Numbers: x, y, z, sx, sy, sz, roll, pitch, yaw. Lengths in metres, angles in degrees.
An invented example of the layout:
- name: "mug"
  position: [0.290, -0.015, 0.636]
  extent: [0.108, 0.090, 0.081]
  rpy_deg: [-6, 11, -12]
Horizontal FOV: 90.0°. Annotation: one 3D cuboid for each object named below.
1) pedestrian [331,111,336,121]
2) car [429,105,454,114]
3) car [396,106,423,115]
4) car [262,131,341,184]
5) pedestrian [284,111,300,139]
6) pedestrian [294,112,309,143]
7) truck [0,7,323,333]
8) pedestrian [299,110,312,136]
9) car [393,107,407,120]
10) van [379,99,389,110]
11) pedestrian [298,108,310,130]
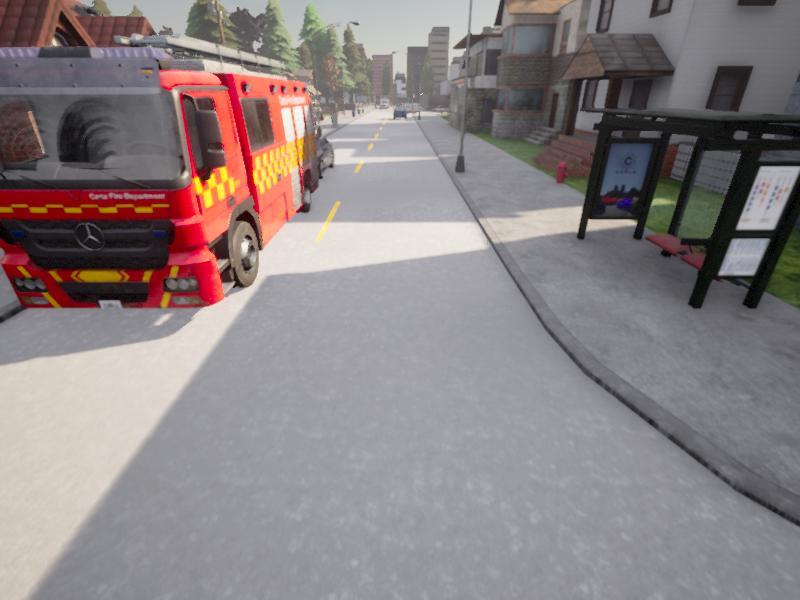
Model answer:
- name: "pedestrian"
  position: [-8.481, -23.409, 50.899]
  extent: [0.500, 1.100, 0.500]
  rpy_deg: [-1, 27, -2]
- name: "car"
  position: [8.228, -37.659, 79.021]
  extent: [4.611, 1.667, 2.242]
  rpy_deg: [0, 27, 0]
- name: "car"
  position: [1.763, -35.288, 74.480]
  extent: [4.514, 1.525, 2.007]
  rpy_deg: [-16, 31, -29]
- name: "car"
  position: [-3.996, -6.250, 17.207]
  extent: [2.128, 1.511, 4.902]
  rpy_deg: [0, 27, 0]
- name: "pedestrian"
  position: [-8.065, -13.120, 29.964]
  extent: [0.751, 1.860, 0.751]
  rpy_deg: [0, 27, 0]
- name: "pedestrian"
  position: [-6.763, -11.869, 27.519]
  extent: [0.751, 1.860, 0.751]
  rpy_deg: [-3, 27, -5]
- name: "truck"
  position: [-4.001, -3.161, 8.629]
  extent: [2.891, 3.827, 8.468]
  rpy_deg: [0, 27, 0]
- name: "pedestrian"
  position: [-7.474, -13.979, 31.641]
  extent: [0.751, 1.860, 0.751]
  rpy_deg: [-2, 27, -4]
- name: "car"
  position: [0.001, -26.603, 56.939]
  extent: [1.882, 1.535, 5.008]
  rpy_deg: [0, 27, 0]
- name: "van"
  position: [-4.004, -50.872, 103.848]
  extent: [2.351, 2.431, 6.366]
  rpy_deg: [0, 27, 0]
- name: "pedestrian"
  position: [-9.019, -17.087, 37.714]
  extent: [0.751, 1.860, 0.751]
  rpy_deg: [1, 27, 1]
